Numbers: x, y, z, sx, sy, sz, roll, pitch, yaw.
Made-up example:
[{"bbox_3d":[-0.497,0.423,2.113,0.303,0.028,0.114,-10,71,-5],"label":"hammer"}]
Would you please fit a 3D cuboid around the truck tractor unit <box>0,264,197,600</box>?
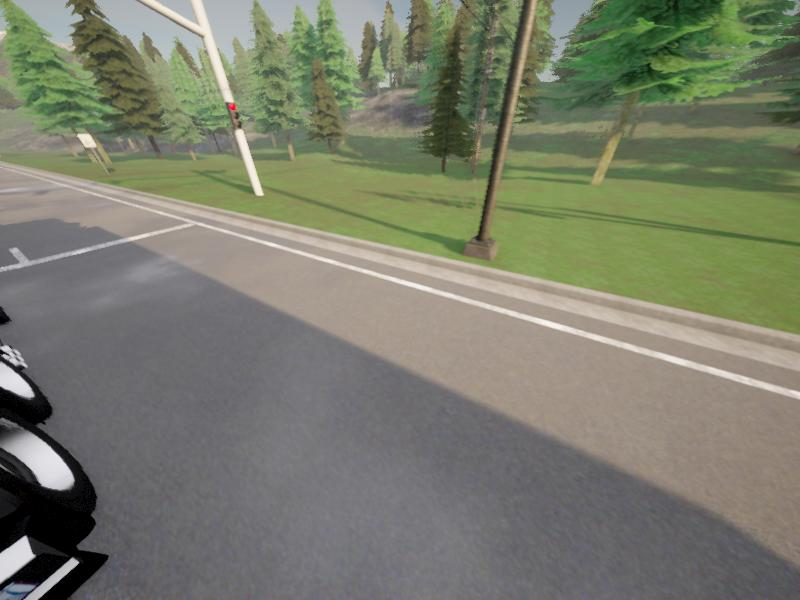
[{"bbox_3d":[-5.119,-0.291,0.781,6.516,4.208,3.053,18,39,24],"label":"truck tractor unit"}]
